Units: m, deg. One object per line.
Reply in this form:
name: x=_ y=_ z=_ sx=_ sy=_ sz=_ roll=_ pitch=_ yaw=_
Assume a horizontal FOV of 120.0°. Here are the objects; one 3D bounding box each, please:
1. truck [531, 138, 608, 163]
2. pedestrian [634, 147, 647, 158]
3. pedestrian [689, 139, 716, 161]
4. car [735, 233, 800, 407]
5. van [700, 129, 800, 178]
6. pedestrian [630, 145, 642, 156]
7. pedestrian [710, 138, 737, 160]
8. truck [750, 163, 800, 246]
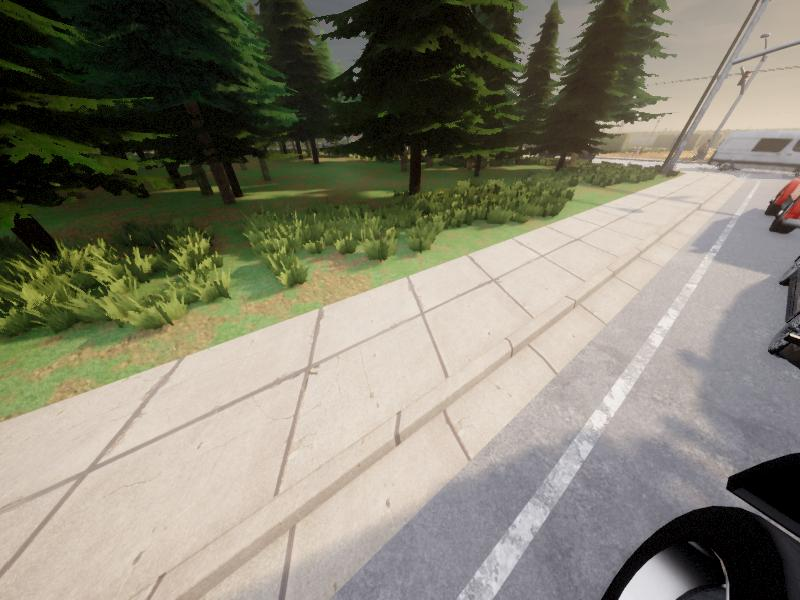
truck: x=18.767 y=-16.915 z=26.021 sx=2.390 sy=2.098 sz=6.274 roll=-22 pitch=41 yaw=-28
pedestrian: x=27.971 y=-17.184 z=26.902 sx=0.500 sy=1.100 sz=0.500 roll=-20 pitch=40 yaw=-26
pedestrian: x=30.776 y=-15.287 z=23.531 sx=0.751 sy=1.860 sz=0.751 roll=-20 pitch=40 yaw=-26
car: x=6.438 y=-0.041 z=2.636 sx=4.902 sy=1.511 sz=2.128 roll=-22 pitch=41 yaw=-28
van: x=26.223 y=-10.160 z=15.987 sx=1.988 sy=2.561 sz=5.915 roll=-8 pitch=36 yaw=-14
pedestrian: x=30.398 y=-19.245 z=29.766 sx=0.500 sy=1.100 sz=0.500 roll=-2 pitch=35 yaw=-3
pedestrian: x=33.561 y=-15.662 z=24.005 sx=0.751 sy=1.860 sz=0.751 roll=22 pitch=41 yaw=28
truck: x=12.430 y=-3.016 z=5.963 sx=5.204 sy=2.467 sz=2.627 roll=-23 pitch=41 yaw=-28
